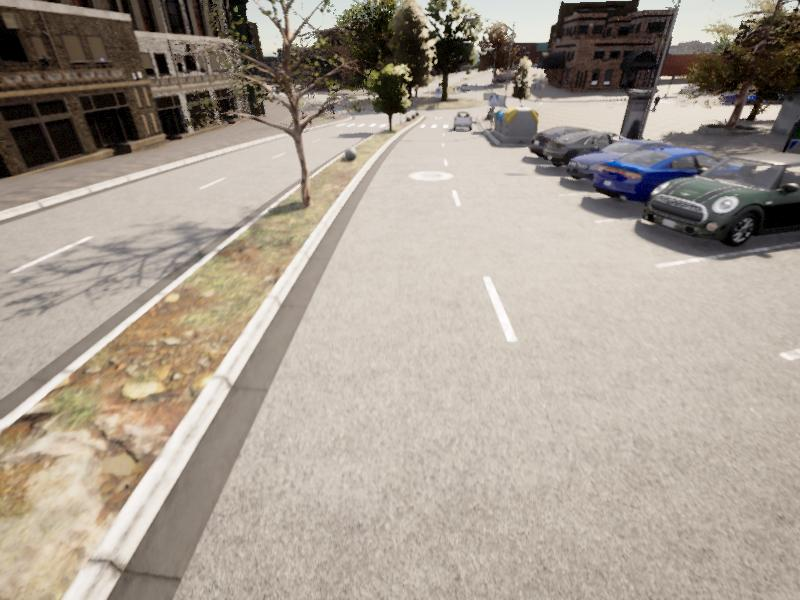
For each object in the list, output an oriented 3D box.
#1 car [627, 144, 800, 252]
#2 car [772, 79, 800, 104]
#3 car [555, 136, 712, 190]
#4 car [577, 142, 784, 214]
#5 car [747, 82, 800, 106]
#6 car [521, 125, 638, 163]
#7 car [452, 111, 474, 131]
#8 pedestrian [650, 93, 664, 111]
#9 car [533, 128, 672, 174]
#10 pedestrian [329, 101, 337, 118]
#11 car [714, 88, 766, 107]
[{"bbox_3d":[8.241,-2.556,9.406,4.553,1.767,2.185,-8,29,-16],"label":"car"},{"bbox_3d":[45.700,-23.502,45.120,2.435,2.045,5.566,-3,30,6],"label":"car"},{"bbox_3d":[8.471,-5.115,14.713,4.674,1.452,2.002,-7,29,-15],"label":"car"},{"bbox_3d":[8.319,-3.798,12.077,5.008,1.535,2.097,-7,28,-15],"label":"car"},{"bbox_3d":[42.966,-23.804,46.172,1.878,1.987,4.442,-2,30,6],"label":"car"},{"bbox_3d":[8.868,-7.835,19.961,4.792,1.488,2.163,-7,28,-14],"label":"car"},{"bbox_3d":[5.757,-16.487,36.721,1.845,1.501,3.633,3,27,6],"label":"car"},{"bbox_3d":[29.717,-22.928,46.286,0.751,1.860,0.751,13,34,21],"label":"pedestrian"},{"bbox_3d":[8.632,-6.506,17.319,4.892,1.521,2.231,-7,28,-14],"label":"car"},{"bbox_3d":[-8.172,-23.345,49.044,0.751,1.860,0.751,-6,32,-8],"label":"pedestrian"},{"bbox_3d":[40.258,-24.070,47.554,2.097,1.535,5.008,-2,30,6],"label":"car"}]
